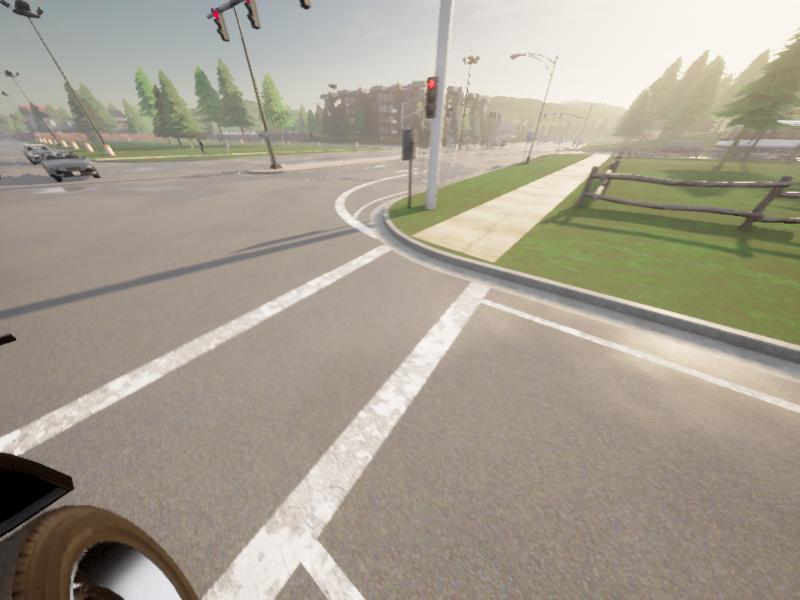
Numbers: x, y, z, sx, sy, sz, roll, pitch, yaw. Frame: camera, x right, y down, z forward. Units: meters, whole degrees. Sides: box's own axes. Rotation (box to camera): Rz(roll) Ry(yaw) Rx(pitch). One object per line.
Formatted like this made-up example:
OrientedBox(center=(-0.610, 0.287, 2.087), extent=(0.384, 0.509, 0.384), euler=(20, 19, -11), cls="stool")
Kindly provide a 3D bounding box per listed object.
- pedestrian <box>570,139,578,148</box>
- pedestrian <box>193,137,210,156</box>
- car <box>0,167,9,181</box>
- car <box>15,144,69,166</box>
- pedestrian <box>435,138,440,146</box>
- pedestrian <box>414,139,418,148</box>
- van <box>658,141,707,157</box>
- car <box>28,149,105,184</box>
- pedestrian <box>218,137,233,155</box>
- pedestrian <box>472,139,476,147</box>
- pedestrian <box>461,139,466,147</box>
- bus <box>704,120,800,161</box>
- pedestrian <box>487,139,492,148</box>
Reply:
OrientedBox(center=(42.933, -38.532, 56.944), extent=(0.751, 1.860, 0.751), euler=(28, 44, 34), cls="pedestrian")
OrientedBox(center=(-24.596, -19.038, 28.640), extent=(0.751, 1.860, 0.751), euler=(27, 43, 32), cls="pedestrian")
OrientedBox(center=(-25.618, -7.954, 13.559), extent=(4.902, 1.511, 2.128), euler=(22, 41, 28), cls="car")
OrientedBox(center=(-32.465, -13.207, 20.944), extent=(3.806, 1.475, 1.970), euler=(22, 41, 28), cls="car")
OrientedBox(center=(10.620, -44.691, 65.318), extent=(0.751, 1.860, 0.751), euler=(21, 40, 27), cls="pedestrian")
OrientedBox(center=(4.086, -39.638, 58.365), extent=(0.751, 1.860, 0.751), euler=(22, 41, 27), cls="pedestrian")
OrientedBox(center=(45.596, -24.618, 37.507), extent=(4.442, 1.987, 1.775), euler=(22, 41, 28), cls="van")
OrientedBox(center=(-20.074, -8.138, 13.912), extent=(4.193, 1.474, 1.816), euler=(22, 41, 28), cls="car")
OrientedBox(center=(-22.726, -20.091, 30.151), extent=(0.751, 1.860, 0.751), euler=(25, 42, 30), cls="pedestrian")
OrientedBox(center=(20.223, -42.809, 63.026), extent=(0.751, 1.860, 0.751), euler=(18, 39, 23), cls="pedestrian")
OrientedBox(center=(17.474, -43.412, 63.849), extent=(0.751, 1.860, 0.751), euler=(30, 45, 35), cls="pedestrian")
OrientedBox(center=(50.015, -21.169, 30.715), extent=(10.273, 4.253, 3.944), euler=(22, 41, 28), cls="bus")
OrientedBox(center=(23.709, -41.667, 61.450), extent=(0.751, 1.860, 0.751), euler=(18, 39, 23), cls="pedestrian")
